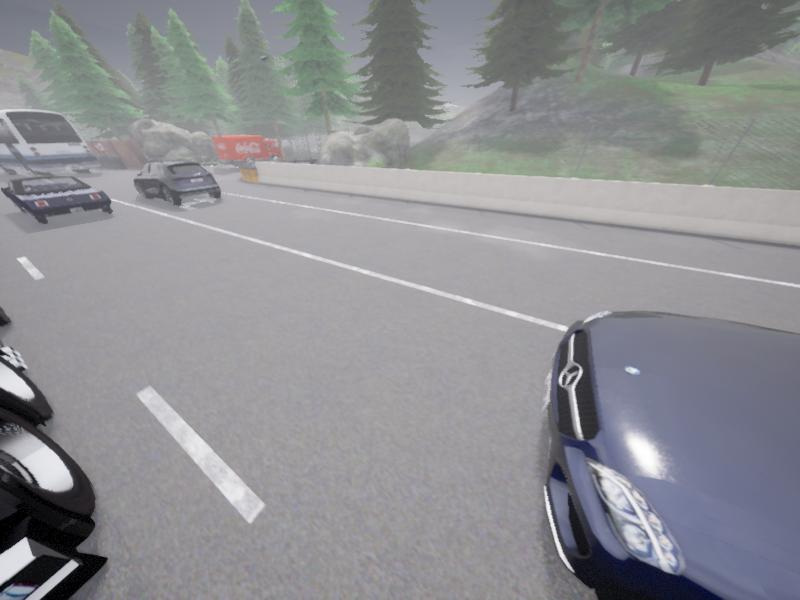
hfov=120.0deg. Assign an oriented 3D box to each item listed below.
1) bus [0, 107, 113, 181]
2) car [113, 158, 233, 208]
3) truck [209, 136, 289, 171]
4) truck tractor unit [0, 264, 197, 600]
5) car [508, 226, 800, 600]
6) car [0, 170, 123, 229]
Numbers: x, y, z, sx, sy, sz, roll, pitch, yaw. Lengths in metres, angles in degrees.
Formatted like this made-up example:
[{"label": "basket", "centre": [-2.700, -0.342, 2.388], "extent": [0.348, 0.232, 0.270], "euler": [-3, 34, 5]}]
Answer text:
[{"label": "bus", "centre": [-30.443, -12.720, 18.965], "extent": [10.273, 4.253, 3.944], "euler": [13, 38, 18]}, {"label": "car", "centre": [-10.508, -5.577, 10.738], "extent": [4.856, 1.649, 2.033], "euler": [17, 38, 25]}, {"label": "truck", "centre": [-13.776, -13.854, 21.611], "extent": [2.627, 2.467, 5.204], "euler": [19, 40, 26]}, {"label": "truck tractor unit", "centre": [-5.115, -0.294, 0.792], "extent": [6.516, 4.208, 3.053], "euler": [18, 39, 24]}, {"label": "car", "centre": [3.425, 1.238, 0.780], "extent": [5.027, 1.651, 2.152], "euler": [18, 39, 24]}, {"label": "car", "centre": [-13.132, -3.982, 8.770], "extent": [4.718, 1.301, 1.895], "euler": [18, 39, 24]}]
